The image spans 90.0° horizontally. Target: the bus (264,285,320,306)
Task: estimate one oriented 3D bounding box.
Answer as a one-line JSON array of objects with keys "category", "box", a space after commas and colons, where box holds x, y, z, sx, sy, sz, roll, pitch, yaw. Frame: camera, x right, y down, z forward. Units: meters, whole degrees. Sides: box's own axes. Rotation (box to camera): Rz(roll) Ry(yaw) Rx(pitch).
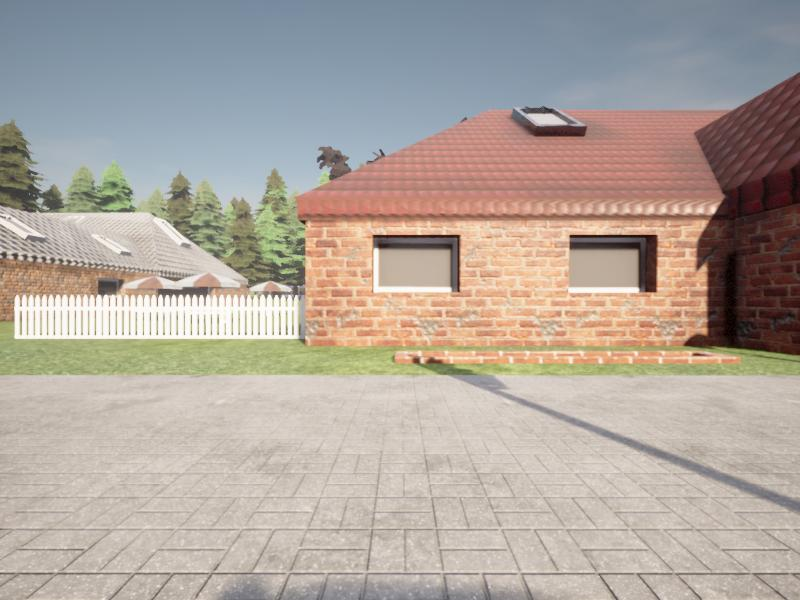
[{"category": "bus", "box": [-21.704, -0.917, 80.745, 10.273, 4.253, 3.944, 0, 0, 0]}]
